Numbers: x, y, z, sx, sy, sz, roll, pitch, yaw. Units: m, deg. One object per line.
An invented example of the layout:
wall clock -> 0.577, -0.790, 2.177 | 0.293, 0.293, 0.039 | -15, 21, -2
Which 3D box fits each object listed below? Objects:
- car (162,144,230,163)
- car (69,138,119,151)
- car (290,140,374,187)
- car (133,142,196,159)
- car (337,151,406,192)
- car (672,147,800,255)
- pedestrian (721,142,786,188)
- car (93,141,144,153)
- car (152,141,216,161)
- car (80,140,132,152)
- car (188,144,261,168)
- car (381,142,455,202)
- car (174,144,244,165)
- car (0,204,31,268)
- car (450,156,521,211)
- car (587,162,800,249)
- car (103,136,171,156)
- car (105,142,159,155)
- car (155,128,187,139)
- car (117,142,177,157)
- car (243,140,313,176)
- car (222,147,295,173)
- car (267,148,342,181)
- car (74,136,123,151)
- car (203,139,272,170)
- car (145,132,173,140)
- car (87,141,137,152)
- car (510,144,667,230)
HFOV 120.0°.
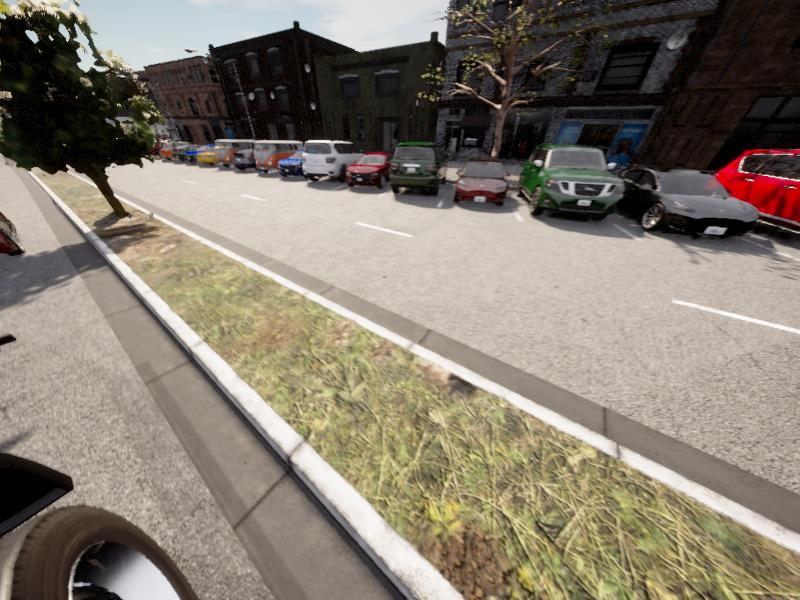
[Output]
car -> -21.076, -15.465, 24.254 | 2.231, 1.521, 4.892 | 9, 35, 11
car -> -54.313, -27.791, 41.163 | 2.185, 1.767, 4.553 | 6, 35, 7
car -> -3.758, -8.670, 14.359 | 2.435, 2.045, 5.566 | 9, 35, 12
car -> -28.605, -18.416, 28.356 | 2.097, 1.535, 5.008 | 8, 35, 10
car -> -1.302, -7.442, 13.078 | 2.097, 1.535, 5.008 | 10, 35, 12
car -> 10.997, -2.595, 5.892 | 2.435, 2.045, 5.566 | 10, 36, 12
pedestrian -> 17.472, -6.724, 11.515 | 0.751, 1.860, 0.751 | 21, 40, 24
car -> -43.919, -24.043, 36.244 | 2.002, 1.452, 4.674 | 7, 35, 8
car -> -23.581, -16.552, 25.549 | 2.185, 1.767, 4.553 | 8, 35, 11
car -> -49.099, -25.893, 38.746 | 2.231, 1.521, 4.892 | 7, 35, 8
car -> -16.057, -13.583, 21.635 | 1.946, 1.575, 5.366 | 9, 35, 12
car -> 1.160, -6.658, 11.555 | 2.435, 2.045, 5.566 | 9, 35, 12
car -> -18.572, -14.481, 22.884 | 2.097, 1.535, 5.008 | 9, 35, 11
car -> -10.309, -1.627, 4.928 | 4.181, 1.385, 1.994 | 22, 41, 28
car -> 3.610, -5.387, 10.264 | 2.163, 1.488, 4.792 | 10, 36, 12
car -> 8.531, -3.373, 7.457 | 2.163, 1.488, 4.792 | 10, 35, 12
car -> -36.214, -21.477, 32.179 | 2.435, 2.045, 5.566 | 8, 35, 9
car -> -38.781, -22.192, 33.671 | 2.002, 1.452, 4.674 | 7, 35, 9
car -> -59.746, -43.521, 60.385 | 5.566, 2.045, 2.435 | 3, 41, 3
car -> -33.662, -20.341, 31.033 | 2.097, 1.535, 5.008 | 8, 35, 10
car -> -8.709, -10.583, 17.063 | 1.878, 1.987, 4.442 | 9, 35, 12
car -> -11.149, -11.461, 18.730 | 2.163, 1.488, 4.792 | 9, 35, 12
car -> -6.222, -9.455, 15.884 | 2.097, 1.535, 5.008 | 10, 35, 12
car -> -51.722, -26.906, 39.758 | 1.878, 1.987, 4.442 | 6, 35, 8
car -> -13.647, -12.596, 19.868 | 1.878, 1.987, 4.442 | 9, 35, 12
car -> -61.017, -41.490, 58.502 | 4.674, 1.452, 2.002 | 3, 41, 3
car -> -46.512, -24.953, 37.507 | 2.002, 1.452, 4.674 | 6, 35, 9
car -> 6.077, -4.612, 8.702 | 2.435, 2.045, 5.566 | 10, 35, 12
